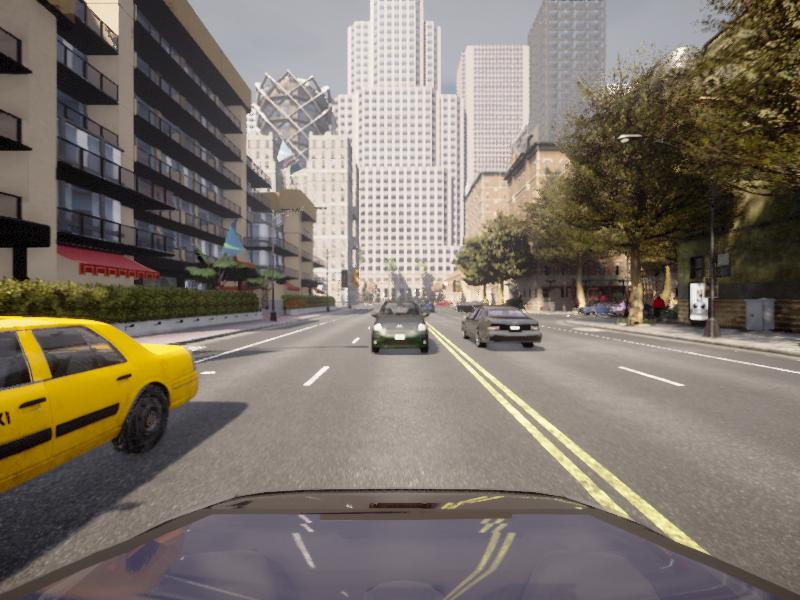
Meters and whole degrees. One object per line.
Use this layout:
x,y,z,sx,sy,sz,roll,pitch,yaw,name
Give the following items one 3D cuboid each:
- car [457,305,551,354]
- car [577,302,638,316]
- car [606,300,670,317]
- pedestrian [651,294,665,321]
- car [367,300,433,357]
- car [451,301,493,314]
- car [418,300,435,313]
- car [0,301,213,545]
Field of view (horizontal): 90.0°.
3.503,0.905,14.687,2.033,1.411,5.357,0,0,0,car
21.602,0.921,41.836,5.357,1.411,2.033,0,0,6,car
22.683,0.802,38.251,4.856,1.649,2.033,0,0,-1,car
18.061,0.503,27.957,0.751,1.860,0.751,0,0,39,pedestrian
-0.001,0.797,13.204,1.851,1.617,3.988,0,0,0,car
8.611,0.882,48.156,2.163,1.488,4.792,0,0,-36,car
3.496,0.812,53.354,2.033,1.649,4.856,0,0,0,car
-3.500,0.804,2.867,1.801,1.575,5.366,0,0,0,car
